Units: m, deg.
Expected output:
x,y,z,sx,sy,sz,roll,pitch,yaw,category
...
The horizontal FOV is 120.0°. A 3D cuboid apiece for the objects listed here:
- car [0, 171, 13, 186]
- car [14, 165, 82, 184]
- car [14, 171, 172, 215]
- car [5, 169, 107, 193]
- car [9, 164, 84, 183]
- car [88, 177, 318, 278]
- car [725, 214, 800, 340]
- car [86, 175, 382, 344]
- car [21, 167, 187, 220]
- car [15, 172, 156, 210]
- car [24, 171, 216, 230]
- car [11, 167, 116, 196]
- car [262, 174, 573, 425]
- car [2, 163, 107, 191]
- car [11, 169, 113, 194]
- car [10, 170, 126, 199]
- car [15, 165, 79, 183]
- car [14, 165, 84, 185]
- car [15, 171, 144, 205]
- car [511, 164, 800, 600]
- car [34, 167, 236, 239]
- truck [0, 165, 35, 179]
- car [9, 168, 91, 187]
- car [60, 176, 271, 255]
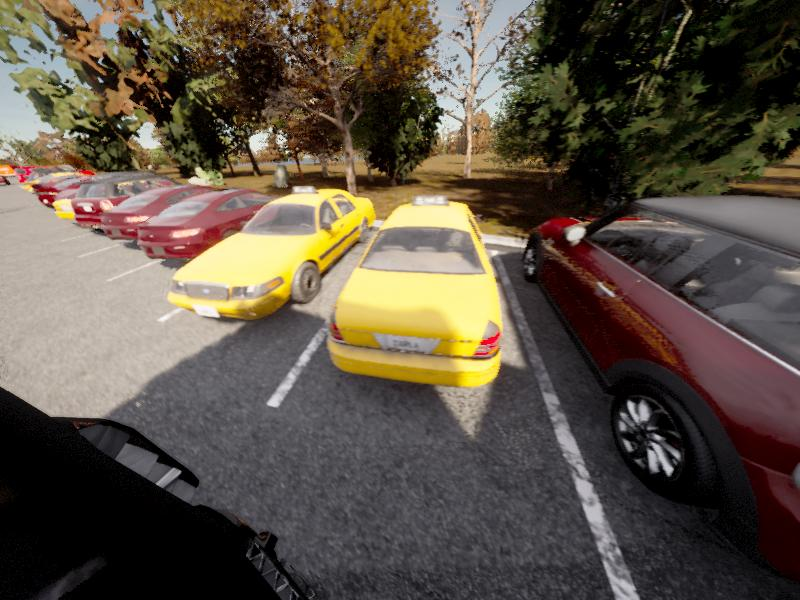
x,y,z,sx,sy,sz,roll,pitch,yaw,category
-56.572,-16.952,32.295,3.988,1.617,1.851,20,40,30,car
-48.845,-17.561,32.244,1.878,1.987,4.442,7,34,14,car
-17.098,-6.372,13.428,2.097,1.535,5.008,5,34,12,car
-34.294,-12.133,23.383,1.946,1.575,5.366,7,34,14,car
-53.664,-19.399,35.328,2.435,2.045,5.566,7,34,14,car
-4.576,-2.409,6.593,2.002,1.452,4.674,4,34,11,car
5.577,0.419,1.085,1.878,1.987,4.442,4,34,10,car
-2.074,-1.586,5.084,1.946,1.575,5.366,5,34,10,car
-14.602,-5.693,11.992,2.185,1.767,4.553,6,34,12,car
-19.571,-7.145,14.830,2.163,1.488,4.792,6,34,12,car
-12.078,-4.880,10.802,1.946,1.575,5.366,5,34,12,car
-29.397,-10.609,20.502,2.185,1.767,4.553,6,34,14,car
0.531,-1.035,4.064,1.946,1.575,5.366,4,34,10,car
-36.683,-13.319,24.901,2.435,2.045,5.566,7,34,14,car
-31.823,-11.369,22.057,2.231,1.521,4.892,6,34,14,car
-26.946,-9.671,19.134,2.097,1.535,5.008,6,34,13,car
-51.272,-18.429,33.733,1.878,1.987,4.442,7,34,14,car
-46.417,-16.692,30.753,1.878,1.987,4.442,7,34,14,car
-22.031,-8.002,16.306,2.163,1.488,4.792,6,34,13,car
3.033,-0.276,2.506,2.185,1.767,4.553,4,34,10,car
-9.624,-4.079,9.186,2.185,1.767,4.553,5,34,12,car
-89.291,-29.784,53.530,2.627,2.467,5.204,-22,37,-25,truck
-44.004,-15.599,29.329,1.946,1.575,5.366,7,34,14,car
-7.099,-3.177,7.939,2.002,1.452,4.674,5,34,11,car
